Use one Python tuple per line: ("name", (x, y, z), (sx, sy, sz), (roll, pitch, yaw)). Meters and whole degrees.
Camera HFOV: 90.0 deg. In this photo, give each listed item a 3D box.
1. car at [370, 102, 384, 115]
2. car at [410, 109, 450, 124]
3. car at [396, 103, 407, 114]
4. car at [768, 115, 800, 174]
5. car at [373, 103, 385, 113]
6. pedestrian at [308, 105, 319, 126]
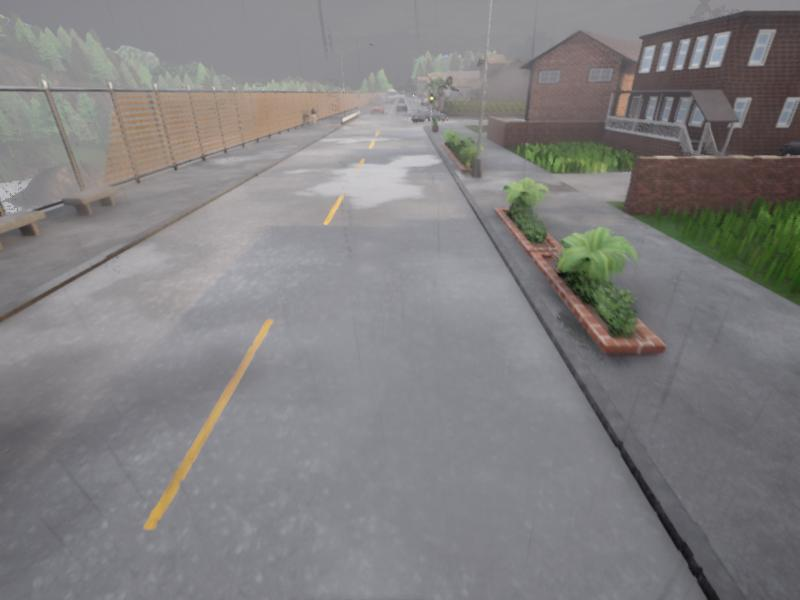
("car", (-3.711, -31.456, 65.529), (2.097, 1.767, 4.553), (0, 27, 1))
("car", (3.408, -20.871, 45.434), (4.181, 1.385, 1.994), (-21, 33, -34))
("car", (0.265, -32.630, 68.037), (1.882, 1.535, 5.008), (0, 28, 0))
("car", (15.578, -5.235, 13.764), (1.905, 1.878, 3.866), (0, 27, 0))
("car", (-3.719, -34.635, 72.145), (1.994, 1.385, 4.181), (0, 27, 0))
("pedestrian", (-8.572, -18.354, 39.879), (0.751, 1.860, 0.751), (0, 27, 1))
